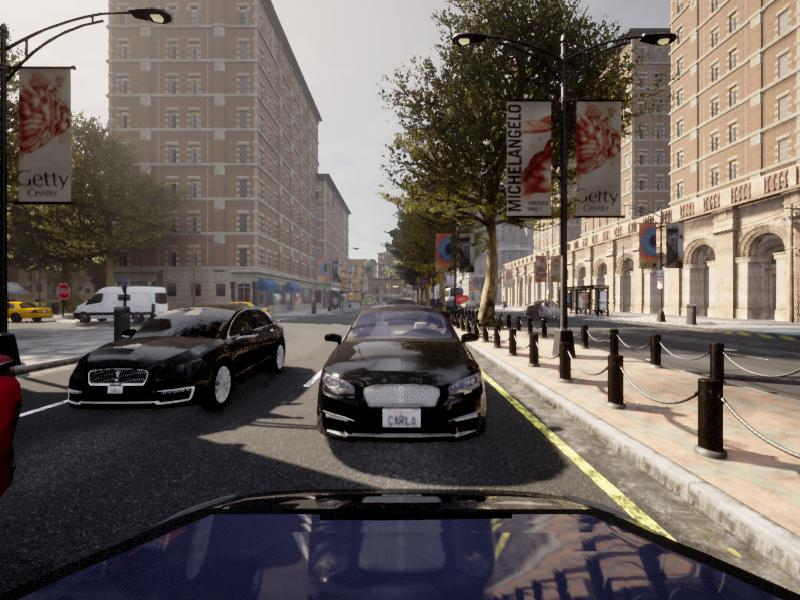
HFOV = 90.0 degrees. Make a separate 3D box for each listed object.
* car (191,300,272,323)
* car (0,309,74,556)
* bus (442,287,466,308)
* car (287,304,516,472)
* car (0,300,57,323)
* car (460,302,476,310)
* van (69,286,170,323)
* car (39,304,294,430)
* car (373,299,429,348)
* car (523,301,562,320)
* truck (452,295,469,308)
[{"bbox_3d":[-12.341,0.801,29.645,5.366,1.575,1.801,0,0,-19],"label":"car"},{"bbox_3d":[-3.495,0.828,0.791,2.007,1.525,4.514,0,0,0],"label":"car"},{"bbox_3d":[11.676,-0.538,88.180,3.944,4.253,10.273,0,0,0],"label":"bus"},{"bbox_3d":[0.023,0.836,6.166,2.128,1.511,4.902,0,0,0],"label":"car"},{"bbox_3d":[-28.277,0.801,28.894,5.366,1.575,1.801,0,0,-1],"label":"car"},{"bbox_3d":[11.733,0.943,69.180,1.895,1.301,4.718,0,0,0],"label":"car"},{"bbox_3d":[-20.213,0.322,29.025,5.915,2.561,1.988,0,0,-2],"label":"van"},{"bbox_3d":[-3.503,0.845,7.333,1.837,1.490,4.892,0,0,0],"label":"car"},{"bbox_3d":[0.051,0.788,15.244,1.851,1.617,3.988,0,0,0],"label":"car"},{"bbox_3d":[11.613,0.826,32.824,1.845,1.501,3.633,0,0,0],"label":"car"},{"bbox_3d":[11.763,0.355,78.047,2.627,2.467,5.204,0,0,0],"label":"truck"}]
